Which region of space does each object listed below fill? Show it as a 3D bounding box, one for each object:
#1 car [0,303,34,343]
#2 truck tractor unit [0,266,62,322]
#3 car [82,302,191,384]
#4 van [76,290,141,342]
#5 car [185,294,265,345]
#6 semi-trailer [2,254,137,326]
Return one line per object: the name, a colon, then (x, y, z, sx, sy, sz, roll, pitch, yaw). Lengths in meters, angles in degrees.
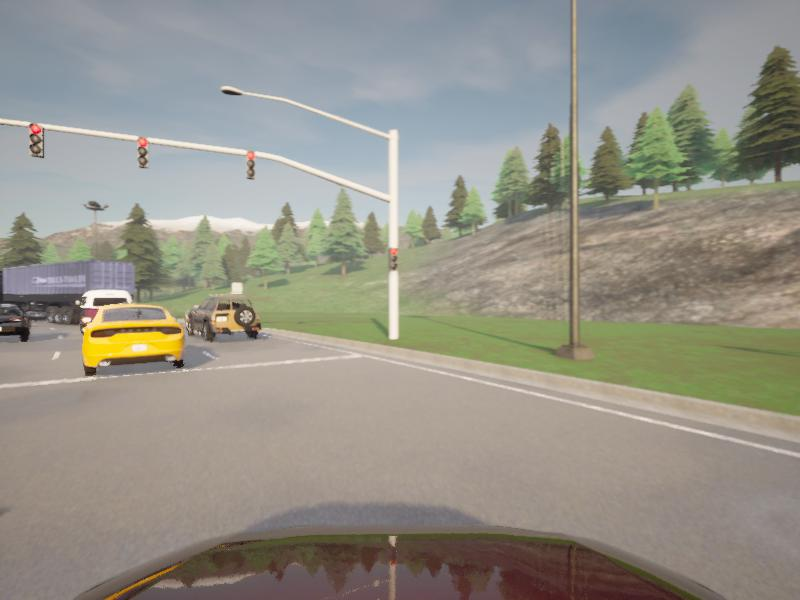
car: (-16.366, 0.886, 16.458, 1.816, 1.474, 4.193, 0, 0, -41)
truck tractor unit: (-31.282, -0.461, 32.841, 6.516, 4.208, 3.053, 0, 0, 26)
car: (-6.849, 0.835, 10.263, 1.882, 1.535, 5.008, 0, 0, -36)
van: (-13.200, 0.597, 17.993, 2.069, 2.038, 4.480, 0, 0, -40)
car: (-7.458, 0.667, 16.749, 1.932, 1.855, 4.605, 0, 1, -39)
semi-trailer: (-24.353, -0.576, 29.018, 14.254, 4.402, 2.717, 0, 0, 30)
